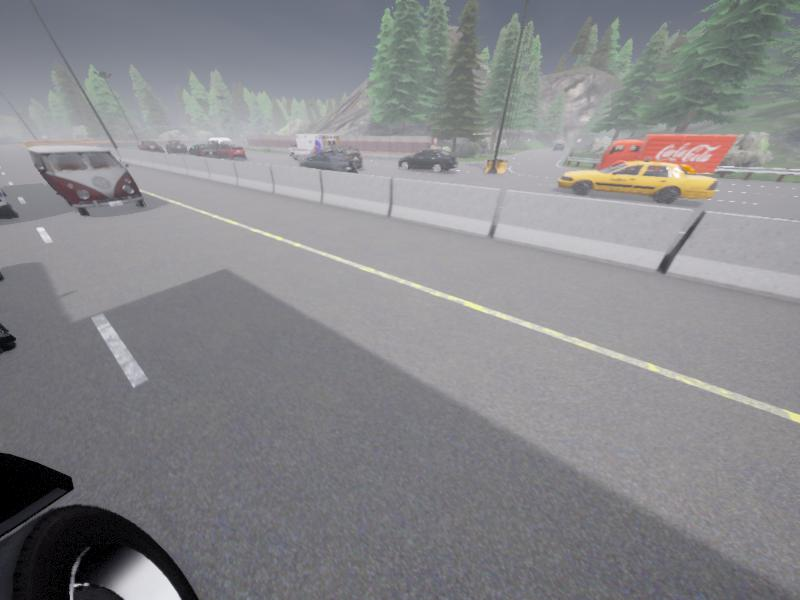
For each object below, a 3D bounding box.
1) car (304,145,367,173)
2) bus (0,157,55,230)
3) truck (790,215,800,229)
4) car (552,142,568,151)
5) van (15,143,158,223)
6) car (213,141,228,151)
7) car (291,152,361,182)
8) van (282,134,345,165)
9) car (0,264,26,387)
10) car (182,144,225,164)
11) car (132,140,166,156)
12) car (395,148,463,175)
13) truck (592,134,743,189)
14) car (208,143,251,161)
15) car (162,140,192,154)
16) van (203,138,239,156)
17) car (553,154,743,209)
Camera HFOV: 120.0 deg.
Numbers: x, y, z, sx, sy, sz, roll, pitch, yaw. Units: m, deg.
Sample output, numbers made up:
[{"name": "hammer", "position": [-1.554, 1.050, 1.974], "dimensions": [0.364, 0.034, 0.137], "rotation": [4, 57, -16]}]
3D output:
[{"name": "car", "position": [-5.232, -11.629, 18.903], "dimensions": [4.611, 1.667, 2.242], "rotation": [22, 40, 27]}, {"name": "bus", "position": [-16.337, -4.971, 7.122], "dimensions": [10.273, 4.253, 3.944], "rotation": [21, 40, 27]}, {"name": "truck", "position": [14.023, -1.955, 4.664], "dimensions": [5.204, 2.467, 2.627], "rotation": [21, 40, 27]}, {"name": "car", "position": [35.392, -33.903, 50.982], "dimensions": [2.128, 1.511, 4.902], "rotation": [21, 40, 27]}, {"name": "van", "position": [-11.170, -4.361, 8.270], "dimensions": [4.442, 1.987, 1.775], "rotation": [21, 40, 27]}, {"name": "car", "position": [-34.843, -29.974, 44.841], "dimensions": [1.970, 1.475, 3.806], "rotation": [-20, 40, -27]}, {"name": "car", "position": [-4.868, -8.932, 15.342], "dimensions": [4.181, 1.385, 1.994], "rotation": [21, 40, 27]}, {"name": "van", "position": [-9.070, -15.885, 24.245], "dimensions": [6.366, 2.431, 2.351], "rotation": [21, 40, 27]}, {"name": "car", "position": [-6.708, -0.103, 2.437], "dimensions": [4.553, 1.767, 2.097], "rotation": [22, 40, 27]}, {"name": "car", "position": [-20.142, -15.010, 23.661], "dimensions": [3.705, 1.549, 1.789], "rotation": [21, 40, 27]}, {"name": "car", "position": [-35.079, -21.346, 32.302], "dimensions": [4.553, 1.767, 2.097], "rotation": [26, 42, 32]}, {"name": "car", "position": [2.174, -11.082, 18.345], "dimensions": [4.892, 1.490, 1.837], "rotation": [21, 40, 27]}, {"name": "truck", "position": [15.598, -8.682, 14.216], "dimensions": [5.204, 2.467, 2.627], "rotation": [23, 42, 29]}, {"name": "car", "position": [-19.973, -17.366, 27.029], "dimensions": [4.514, 1.525, 2.007], "rotation": [22, 40, 27]}, {"name": "car", "position": [-34.560, -23.672, 35.715], "dimensions": [4.611, 1.667, 2.242], "rotation": [29, 44, 34]}, {"name": "van", "position": [-26.167, -22.496, 33.804], "dimensions": [4.480, 2.038, 2.069], "rotation": [23, 41, 28]}, {"name": "car", "position": [10.325, -5.480, 10.400], "dimensions": [5.366, 1.575, 1.801], "rotation": [21, 40, 27]}]
